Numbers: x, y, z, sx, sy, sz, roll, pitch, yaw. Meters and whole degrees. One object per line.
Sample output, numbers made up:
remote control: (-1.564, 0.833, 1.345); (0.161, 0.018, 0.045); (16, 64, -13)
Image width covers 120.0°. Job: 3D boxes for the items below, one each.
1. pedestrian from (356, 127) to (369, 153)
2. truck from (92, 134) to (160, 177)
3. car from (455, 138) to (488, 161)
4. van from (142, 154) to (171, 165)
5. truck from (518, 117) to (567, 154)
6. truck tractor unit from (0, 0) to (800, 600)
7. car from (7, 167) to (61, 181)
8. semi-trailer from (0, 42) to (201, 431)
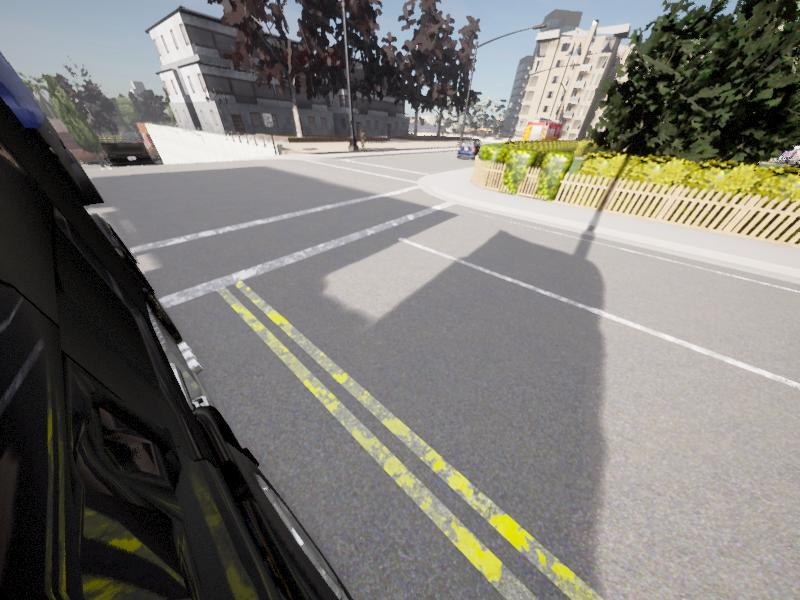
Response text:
pedestrian: (-3.240, -13.978, 20.208); (0.751, 1.860, 0.751); (24, 42, 26)
truck: (-21.497, -11.186, 18.161); (6.274, 2.098, 2.390); (18, 38, 37)
car: (6.819, -14.331, 21.904); (1.789, 1.549, 3.705); (21, 41, 23)
van: (-62.065, -35.958, 58.942); (1.775, 1.987, 4.442); (28, 44, 30)
truck: (20.277, -23.242, 32.768); (2.891, 3.827, 8.468); (29, 44, 30)
truck tractor unit: (-2.645, -0.295, 0.351); (6.516, 4.208, 3.053); (28, 44, 30)
car: (-65.457, -22.701, 41.513); (1.882, 1.535, 5.008); (28, 44, 30)
semi-trailer: (-8.682, -3.627, 4.227); (14.254, 4.402, 2.717); (28, 44, 30)
